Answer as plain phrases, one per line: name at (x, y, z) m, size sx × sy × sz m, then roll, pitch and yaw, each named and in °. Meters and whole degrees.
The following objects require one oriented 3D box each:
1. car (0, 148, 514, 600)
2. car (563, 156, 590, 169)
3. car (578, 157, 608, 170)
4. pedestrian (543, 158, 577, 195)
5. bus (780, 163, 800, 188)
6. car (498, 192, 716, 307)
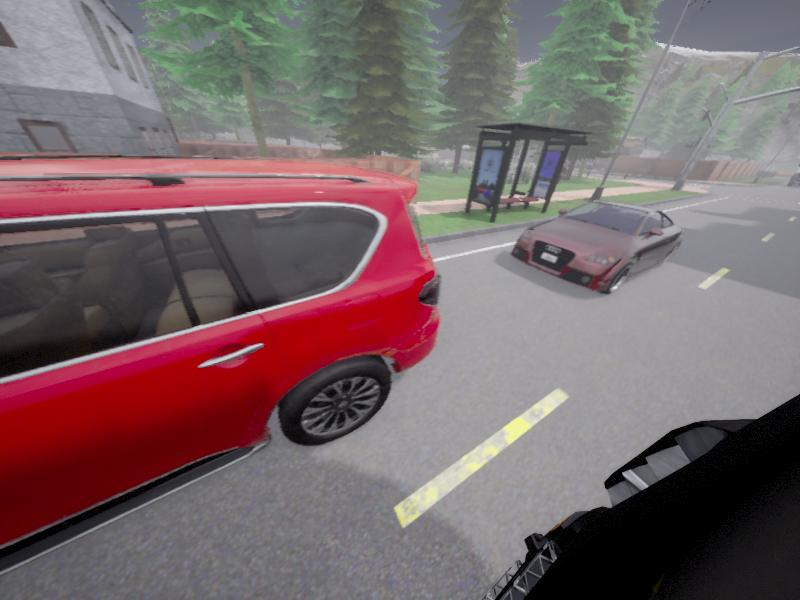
car at (-2.261, 0.222, 1.588) m, size 5.566 × 2.045 × 2.150 m, roll -16°, pitch 38°, yaw -26°
car at (32.104, -24.983, 42.016) m, size 3.866 × 1.878 × 1.905 m, roll -17°, pitch 38°, yaw -27°
car at (33.742, -23.847, 40.435) m, size 4.605 × 1.855 × 1.932 m, roll -17°, pitch 38°, yaw -27°
pedestrian at (9.328, -7.221, 13.522) m, size 0.751 × 1.860 × 0.751 m, roll -18°, pitch 39°, yaw -29°
bus at (55.235, -16.960, 29.895) m, size 10.273 × 4.253 × 3.944 m, roll -16°, pitch 38°, yaw -26°
car at (4.641, -1.464, 5.273) m, size 4.181 × 1.385 × 1.994 m, roll -16°, pitch 38°, yaw -26°
